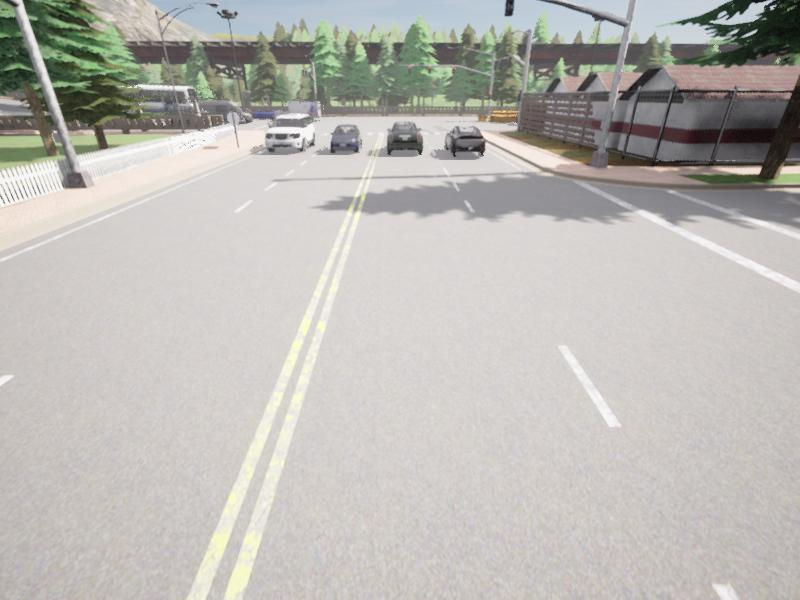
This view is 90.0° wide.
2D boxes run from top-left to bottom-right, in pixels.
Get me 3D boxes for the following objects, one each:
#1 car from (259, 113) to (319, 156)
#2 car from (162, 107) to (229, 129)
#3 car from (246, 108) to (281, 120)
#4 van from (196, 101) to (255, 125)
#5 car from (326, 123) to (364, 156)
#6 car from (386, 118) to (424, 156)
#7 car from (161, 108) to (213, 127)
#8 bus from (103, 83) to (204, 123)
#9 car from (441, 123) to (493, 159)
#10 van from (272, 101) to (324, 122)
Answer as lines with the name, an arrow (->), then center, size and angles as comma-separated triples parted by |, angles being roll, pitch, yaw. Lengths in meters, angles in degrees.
car -> -6.734, -10.469, 25.021 | 2.150, 2.045, 5.566 | 0, 27, 0
car -> -21.473, -19.217, 42.223 | 5.566, 2.045, 2.150 | -1, 27, -2
car -> -19.742, -26.944, 58.019 | 4.193, 1.474, 1.816 | -1, 27, -2
van -> -20.948, -22.630, 48.364 | 5.915, 2.561, 1.988 | 0, 27, -2
car -> -3.224, -9.760, 24.163 | 1.789, 1.549, 3.705 | 0, 27, 0
car -> 0.272, -10.092, 24.548 | 2.097, 1.767, 4.553 | 0, 27, 0
car -> -24.016, -20.690, 45.291 | 4.605, 1.855, 1.932 | -1, 27, -2
bus -> -32.691, -26.384, 53.663 | 10.273, 4.253, 3.944 | 1, 27, -3
car -> 3.792, -9.445, 23.582 | 2.128, 1.511, 4.902 | 0, 27, -1
van -> -13.902, -25.857, 54.833 | 6.366, 2.431, 2.351 | -1, 27, -2
